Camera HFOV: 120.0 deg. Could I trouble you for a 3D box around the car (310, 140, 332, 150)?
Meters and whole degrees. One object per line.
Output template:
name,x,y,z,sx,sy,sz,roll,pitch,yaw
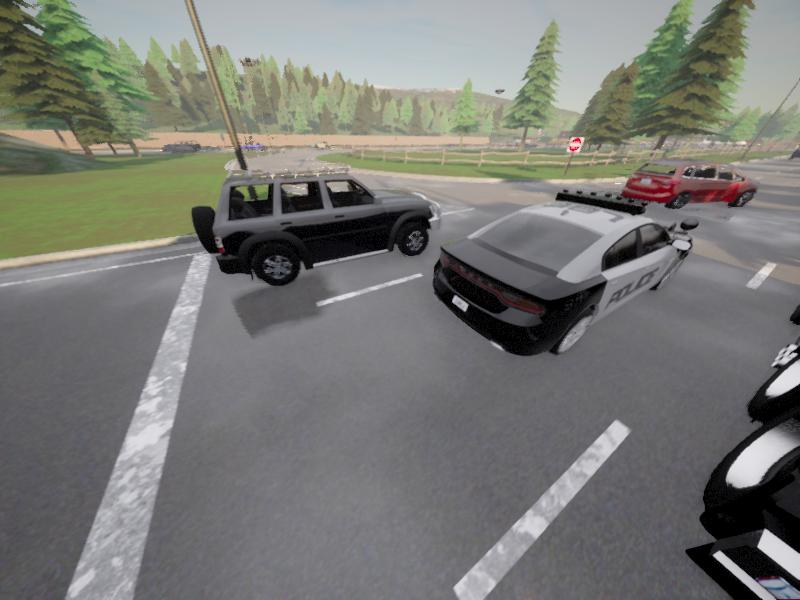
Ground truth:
car,-19.617,-38.447,57.265,4.605,1.855,1.932,-18,39,-25

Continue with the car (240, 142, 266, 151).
car,-32.616,-34.012,51.147,4.514,1.525,2.007,-18,39,-25

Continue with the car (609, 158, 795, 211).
car,12.359,-4.996,9.819,4.611,1.667,2.242,-4,35,-6

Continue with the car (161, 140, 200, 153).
car,-39.050,-27.441,41.300,4.605,1.855,1.932,-18,39,-25

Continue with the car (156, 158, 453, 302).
car,-1.433,-1.836,4.971,4.605,1.855,1.932,-17,38,-23

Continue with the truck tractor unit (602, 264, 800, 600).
truck tractor unit,5.113,-0.299,0.780,6.516,4.208,3.053,-18,39,-24

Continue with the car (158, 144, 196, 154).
car,-37.406,-25.493,38.964,4.181,1.385,1.994,-18,39,-25

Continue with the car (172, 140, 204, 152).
car,-40.313,-29.352,44.010,3.866,1.878,1.905,-18,39,-25

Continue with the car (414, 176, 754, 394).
car,2.990,-0.863,3.827,5.238,1.638,1.930,-18,39,-24
